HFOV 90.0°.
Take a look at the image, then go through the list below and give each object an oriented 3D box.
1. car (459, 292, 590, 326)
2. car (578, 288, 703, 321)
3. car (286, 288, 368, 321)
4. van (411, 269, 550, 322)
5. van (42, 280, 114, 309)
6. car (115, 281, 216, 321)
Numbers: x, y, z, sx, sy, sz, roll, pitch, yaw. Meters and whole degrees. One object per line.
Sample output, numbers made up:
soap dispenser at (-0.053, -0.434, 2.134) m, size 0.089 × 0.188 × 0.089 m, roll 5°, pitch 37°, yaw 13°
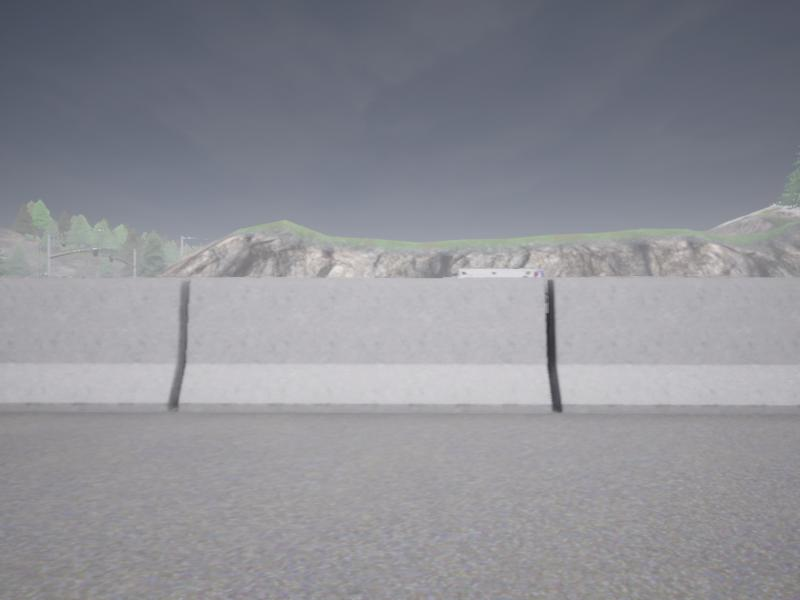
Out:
car at (4.891, 0.346, 16.203) m, size 4.718 × 1.301 × 1.895 m, roll 0°, pitch 0°, yaw 0°
car at (11.704, 0.228, 19.713) m, size 5.008 × 1.535 × 1.882 m, roll 0°, pitch 0°, yaw 0°
car at (-3.523, 0.213, 19.696) m, size 3.705 × 1.549 × 1.789 m, roll 0°, pitch 0°, yaw 0°
van at (3.767, -0.221, 19.704) m, size 6.366 × 2.431 × 2.351 m, roll 0°, pitch 0°, yaw 0°
van at (-30.074, -0.486, 37.688) m, size 1.988 × 2.561 × 5.915 m, roll 0°, pitch 0°, yaw 0°
car at (-11.427, 0.042, 19.689) m, size 3.866 × 1.878 × 1.905 m, roll 0°, pitch 0°, yaw 0°
